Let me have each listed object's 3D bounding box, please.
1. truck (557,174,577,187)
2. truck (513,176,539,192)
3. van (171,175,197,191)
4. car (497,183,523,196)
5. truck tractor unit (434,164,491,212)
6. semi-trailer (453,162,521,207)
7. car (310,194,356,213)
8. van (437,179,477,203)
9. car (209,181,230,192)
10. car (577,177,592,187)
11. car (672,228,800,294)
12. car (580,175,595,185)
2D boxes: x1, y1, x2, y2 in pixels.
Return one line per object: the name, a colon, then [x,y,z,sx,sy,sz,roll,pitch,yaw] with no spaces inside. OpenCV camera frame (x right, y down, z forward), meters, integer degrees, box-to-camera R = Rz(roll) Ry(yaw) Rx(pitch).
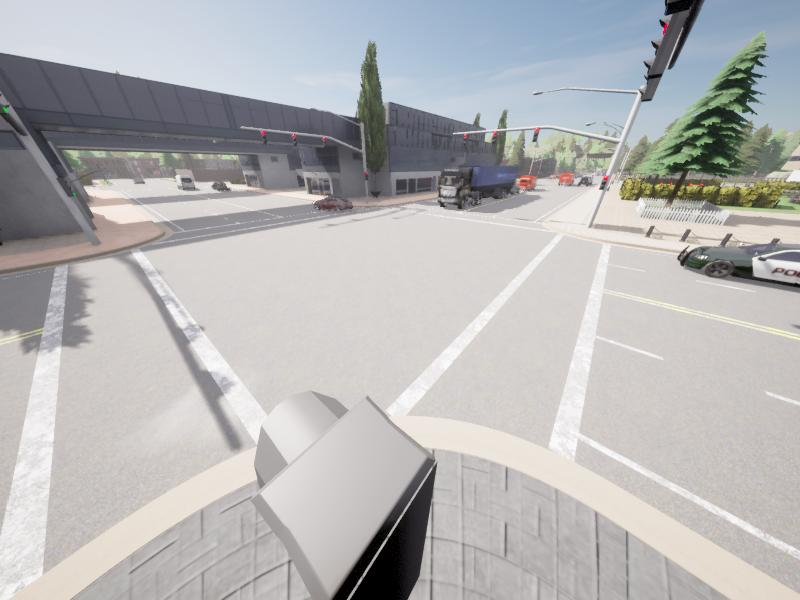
truck: [40.126,-28.889,55.574,2.627,2.467,5.204,23,37,34]
truck: [23.784,-21.875,43.444,2.627,2.467,5.204,23,36,34]
van: [-43.093,-23.471,46.120,5.915,2.561,1.988,23,37,34]
car: [17.921,-18.048,37.602,2.242,1.667,4.611,23,37,34]
truck tractor unit: [6.916,-12.556,25.526,3.053,4.208,6.516,22,36,33]
semi-trailer: [11.961,-15.684,30.756,2.717,4.402,14.254,23,37,34]
car: [-6.983,-10.162,24.238,4.181,1.385,1.994,12,33,21]
van: [7.859,-15.106,31.742,2.351,2.431,6.366,23,37,34]
car: [-34.337,-21.653,43.902,3.988,1.617,1.851,23,37,34]
car: [43.399,-27.869,54.384,1.905,1.878,3.866,23,37,34]
car: [14.717,-1.456,8.997,4.974,1.542,2.038,23,37,34]
car: [47.949,-30.647,59.042,2.150,2.045,5.566,23,37,34]
